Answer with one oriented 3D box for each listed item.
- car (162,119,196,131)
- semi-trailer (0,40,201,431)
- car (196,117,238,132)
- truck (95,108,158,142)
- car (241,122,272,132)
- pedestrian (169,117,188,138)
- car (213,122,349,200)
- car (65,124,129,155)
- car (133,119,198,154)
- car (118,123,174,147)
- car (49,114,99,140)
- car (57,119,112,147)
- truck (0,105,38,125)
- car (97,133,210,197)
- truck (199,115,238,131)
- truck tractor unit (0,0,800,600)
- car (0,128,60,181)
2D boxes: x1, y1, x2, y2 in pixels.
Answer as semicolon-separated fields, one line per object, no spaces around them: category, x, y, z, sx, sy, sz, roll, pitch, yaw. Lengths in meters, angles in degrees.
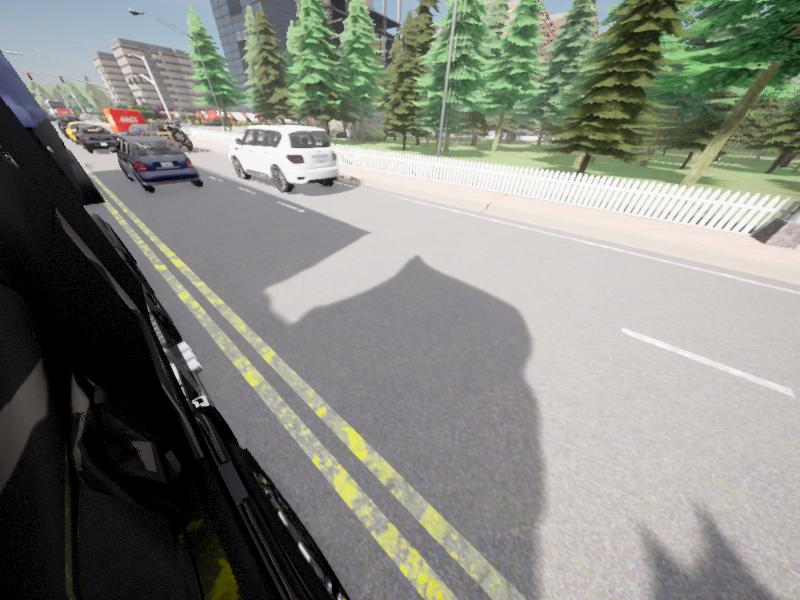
car;-41.417;-32.854;43.346;1.851;1.617;3.988;28;44;29
semi-trailer;-8.677;-3.625;4.241;14.254;4.402;2.717;29;44;30
car;-35.405;-34.053;44.935;2.150;2.045;5.566;26;43;28
truck;-27.553;-17.655;23.318;5.204;2.467;2.627;27;43;29
car;-30.904;-37.285;49.923;2.038;1.542;4.974;26;43;28
pedestrian;-24.987;-19.477;26.102;0.751;1.860;0.751;28;44;29
car;-4.854;-5.855;9.402;5.566;2.045;2.150;27;43;29
car;-20.799;-11.087;15.846;4.193;1.474;1.816;27;43;29
car;-17.499;-12.264;17.272;4.605;1.855;1.932;27;43;29
car;-22.599;-14.714;20.540;4.792;1.488;2.163;27;43;29
car;-31.728;-16.852;22.491;4.605;1.855;1.932;27;43;29
car;-26.241;-13.919;19.183;5.366;1.575;1.801;27;43;29
truck;-64.537;-31.202;39.030;5.204;2.467;2.627;27;43;29
car;-9.213;-5.185;8.659;3.705;1.549;1.789;27;43;29
truck;-37.232;-36.298;47.465;2.627;2.467;5.204;26;42;28
truck tractor unit;-2.645;-0.295;0.352;6.516;4.208;3.053;28;44;30
car;-16.032;-5.965;9.343;3.806;1.475;1.970;27;44;29
